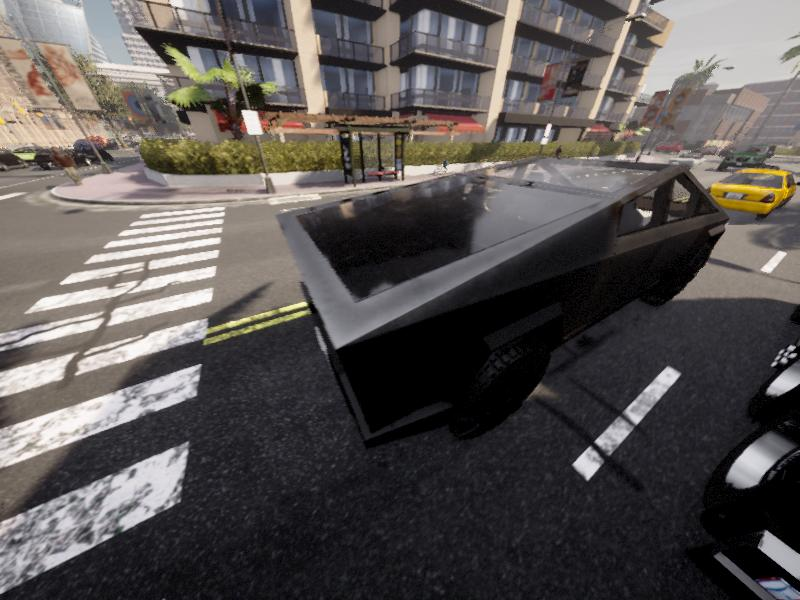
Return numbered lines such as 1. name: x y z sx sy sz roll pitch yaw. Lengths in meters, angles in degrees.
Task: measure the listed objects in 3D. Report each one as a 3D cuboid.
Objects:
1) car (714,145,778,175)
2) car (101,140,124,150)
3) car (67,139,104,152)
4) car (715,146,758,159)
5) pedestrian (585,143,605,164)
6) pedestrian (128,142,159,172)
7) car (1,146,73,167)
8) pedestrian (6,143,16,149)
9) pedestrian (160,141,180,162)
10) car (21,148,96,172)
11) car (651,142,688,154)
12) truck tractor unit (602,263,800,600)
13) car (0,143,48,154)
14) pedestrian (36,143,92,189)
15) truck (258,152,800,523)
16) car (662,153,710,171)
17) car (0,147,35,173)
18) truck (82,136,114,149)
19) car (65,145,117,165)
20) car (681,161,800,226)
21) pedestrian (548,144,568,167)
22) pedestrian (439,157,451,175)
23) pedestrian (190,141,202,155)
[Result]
1. car: 31.276 -12.780 20.865 5.566 2.045 2.150 -21 40 -28
2. car: -67.516 -36.536 54.287 1.905 1.878 3.866 -18 39 -25
3. car: -60.779 -30.042 44.865 2.150 2.045 5.566 -18 39 -25
4. car: 55.595 -24.579 38.373 2.242 1.667 4.611 18 39 24
5. pedestrian: 21.341 -16.008 25.269 0.751 1.860 0.751 -15 38 -20
6. pedestrian: -19.363 -10.833 17.470 0.751 1.860 0.751 -19 39 -26
7. car: -35.604 -14.297 22.905 2.007 1.525 4.514 -18 39 -25
8. pedestrian: -81.621 -32.304 48.445 0.500 1.100 0.500 -16 38 -22
9. pedestrian: -24.716 -16.017 24.873 0.751 1.860 0.751 -19 39 -25
10. car: -29.692 -12.471 20.362 1.837 1.490 4.892 -18 39 -25
11. car: 62.413 -35.406 53.671 2.150 2.045 5.566 4 35 5
12. truck tractor unit: 5.111 -0.301 0.784 6.516 4.208 3.053 -18 39 -24
13. car: -61.844 -24.941 37.966 3.633 1.501 1.845 -19 39 -25
14. pedestrian: -16.604 -6.665 11.503 0.751 1.860 0.751 29 44 34
15. truck: 1.969 -0.714 3.213 6.274 2.098 2.390 -18 39 -24
16. car: 28.537 -13.836 23.015 4.718 1.301 1.895 -21 40 -28
17. car: -32.462 -11.254 18.535 1.789 1.549 3.705 -18 39 -25
18. truck: -72.863 -38.055 55.896 2.627 2.467 5.204 -18 39 -25
19. car: -32.917 -15.663 24.823 1.851 1.617 3.988 -18 39 -25
20. car: 13.608 -4.291 8.912 5.366 1.575 1.801 -18 39 -24
21. pedestrian: 14.928 -13.703 21.899 0.751 1.860 0.751 -17 38 -23
22. pedestrian: 3.227 -9.623 16.596 0.500 1.100 0.500 -16 38 -22
23. pedestrian: -32.564 -24.273 36.933 0.751 1.860 0.751 -18 39 -25
